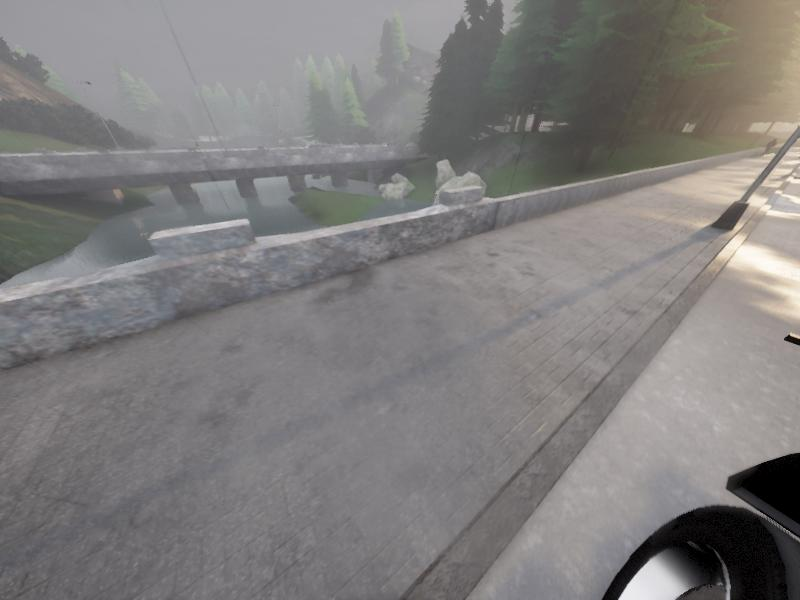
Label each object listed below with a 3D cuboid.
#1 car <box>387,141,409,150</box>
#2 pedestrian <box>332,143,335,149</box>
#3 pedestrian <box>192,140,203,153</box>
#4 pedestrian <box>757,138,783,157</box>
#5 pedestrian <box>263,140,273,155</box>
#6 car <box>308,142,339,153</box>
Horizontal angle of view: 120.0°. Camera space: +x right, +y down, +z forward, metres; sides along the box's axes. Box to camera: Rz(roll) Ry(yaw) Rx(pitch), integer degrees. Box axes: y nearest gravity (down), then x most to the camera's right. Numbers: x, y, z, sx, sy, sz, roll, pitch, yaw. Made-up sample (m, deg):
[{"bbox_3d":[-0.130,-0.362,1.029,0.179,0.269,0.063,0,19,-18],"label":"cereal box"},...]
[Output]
[{"bbox_3d":[-0.463,-34.130,51.001,4.514,1.525,2.007,-21,40,-27],"label":"car"},{"bbox_3d":[-15.062,-34.832,52.264,0.500,1.100,0.500,-23,41,-29],"label":"pedestrian"},{"bbox_3d":[-35.739,-27.124,40.844,0.751,1.860,0.751,-20,40,-26],"label":"pedestrian"},{"bbox_3d":[43.935,-18.157,27.462,0.751,1.860,0.751,-21,40,-26],"label":"pedestrian"},{"bbox_3d":[-20.052,-23.161,35.091,0.751,1.860,0.751,-21,40,-27],"label":"pedestrian"},{"bbox_3d":[-14.283,-28.788,43.530,5.008,1.535,1.882,-21,40,-27],"label":"car"}]
